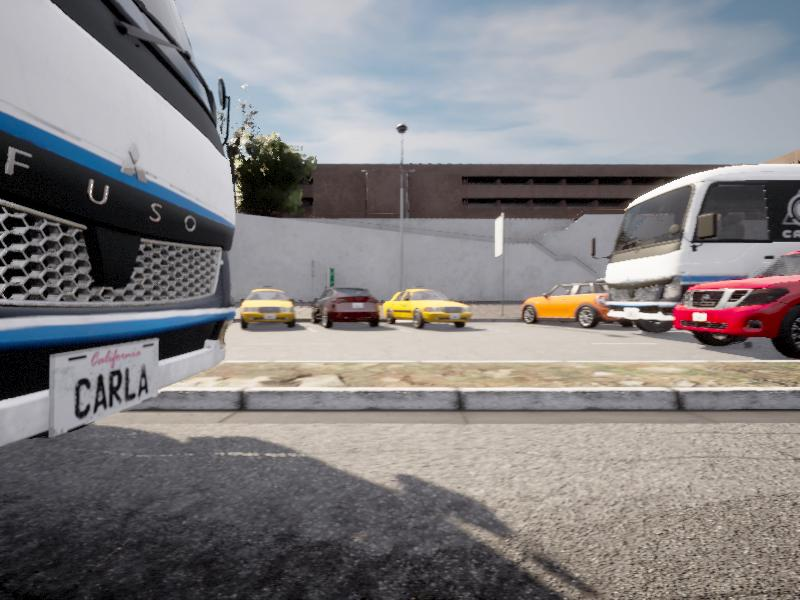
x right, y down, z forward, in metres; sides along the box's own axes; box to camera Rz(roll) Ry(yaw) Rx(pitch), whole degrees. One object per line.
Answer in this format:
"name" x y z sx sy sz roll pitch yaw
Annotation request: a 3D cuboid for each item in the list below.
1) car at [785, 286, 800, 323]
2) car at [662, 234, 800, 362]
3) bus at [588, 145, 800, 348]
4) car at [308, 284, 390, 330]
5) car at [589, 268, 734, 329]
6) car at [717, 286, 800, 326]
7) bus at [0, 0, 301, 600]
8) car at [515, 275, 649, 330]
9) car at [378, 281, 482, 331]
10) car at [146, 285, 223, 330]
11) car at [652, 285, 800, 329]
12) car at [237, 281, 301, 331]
"car" 18.775 0.169 15.401 1.946 1.575 5.366 0 -1 -20
"car" 8.392 -0.037 7.499 5.566 2.045 2.150 0 0 0
"bus" 10.945 -1.150 10.387 10.273 4.253 3.944 0 0 0
"car" -2.198 0.266 15.611 2.163 1.488 4.792 0 -1 -20
"car" 9.800 0.000 15.473 1.878 1.987 4.442 1 -1 -20
"car" 15.706 0.229 15.601 2.163 1.488 4.792 0 -1 -20
"bus" -6.075 -1.133 1.823 10.273 4.253 3.944 0 0 0
"car" 6.773 0.107 15.552 2.185 1.767 4.553 0 -1 -20
"car" 0.863 0.232 15.409 1.946 1.575 5.366 1 -1 -20
"car" -8.151 0.279 15.584 2.002 1.452 4.674 0 -1 -20
"car" 12.734 0.253 15.571 2.002 1.452 4.674 0 -1 -20
"car" -5.103 0.230 15.413 1.946 1.575 5.366 0 -1 -20
